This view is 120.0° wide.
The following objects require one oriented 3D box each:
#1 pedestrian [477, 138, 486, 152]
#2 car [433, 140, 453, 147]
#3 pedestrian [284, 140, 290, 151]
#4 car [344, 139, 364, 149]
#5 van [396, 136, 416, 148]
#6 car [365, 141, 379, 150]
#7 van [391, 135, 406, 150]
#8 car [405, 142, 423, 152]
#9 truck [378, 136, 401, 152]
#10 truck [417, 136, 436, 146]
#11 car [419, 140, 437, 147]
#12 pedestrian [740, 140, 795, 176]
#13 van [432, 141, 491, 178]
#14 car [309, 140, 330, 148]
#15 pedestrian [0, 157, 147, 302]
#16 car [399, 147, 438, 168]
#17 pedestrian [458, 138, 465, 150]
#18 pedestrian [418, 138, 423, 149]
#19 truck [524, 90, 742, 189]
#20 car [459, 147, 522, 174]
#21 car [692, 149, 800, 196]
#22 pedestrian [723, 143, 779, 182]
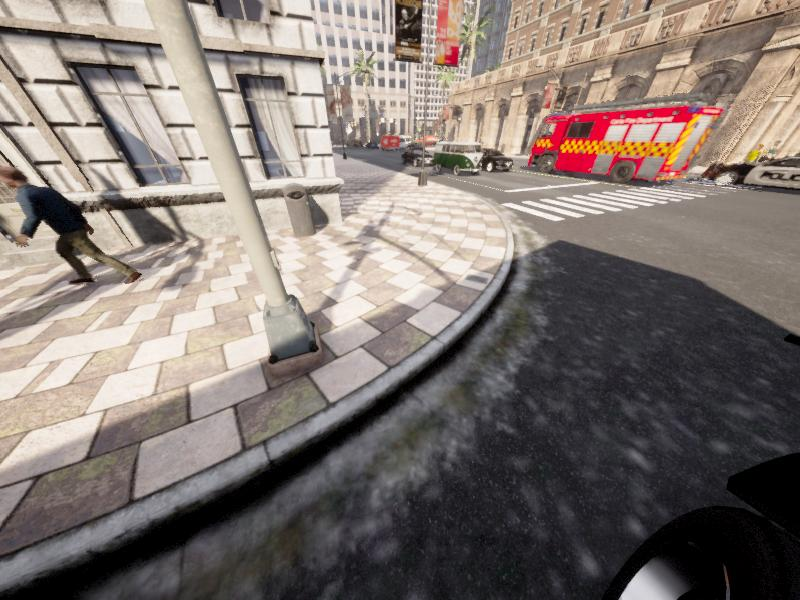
[{"bbox_3d":[13.504,-25.591,38.216,0.751,1.860,0.751,-16,38,-21],"label":"pedestrian"},{"bbox_3d":[12.594,-45.845,67.459,5.238,1.638,1.930,-13,37,-18],"label":"car"},{"bbox_3d":[-24.063,-33.004,49.247,0.751,1.860,0.751,-12,37,-16],"label":"pedestrian"},{"bbox_3d":[-11.569,-39.272,58.087,4.605,1.855,1.932,23,41,29],"label":"car"},{"bbox_3d":[1.583,-40.252,58.778,1.988,2.561,5.915,20,40,27],"label":"van"},{"bbox_3d":[-6.477,-35.693,53.270,1.851,1.617,3.988,-18,39,-23],"label":"car"},{"bbox_3d":[-0.401,-34.280,50.354,1.988,2.561,5.915,-8,36,-10],"label":"van"},{"bbox_3d":[2.564,-28.568,43.106,1.845,1.501,3.633,-13,37,-18],"label":"car"},{"bbox_3d":[-2.060,-30.133,44.538,2.627,2.467,5.204,-13,37,-18],"label":"truck"},{"bbox_3d":[8.303,-49.523,71.986,5.204,2.467,2.627,-13,37,-18],"label":"truck"},{"bbox_3d":[8.349,-46.956,69.201,4.792,1.488,2.163,-13,37,-18],"label":"car"},{"bbox_3d":[22.754,-8.825,14.364,0.751,1.860,0.751,1,35,1],"label":"pedestrian"},{"bbox_3d":[4.257,-10.413,16.937,1.775,1.987,4.442,-14,37,-18],"label":"van"},{"bbox_3d":[-21.393,-41.461,61.335,4.553,1.767,2.097,0,35,1],"label":"car"},{"bbox_3d":[-5.010,-1.027,3.484,0.751,1.860,0.751,-18,39,-24],"label":"pedestrian"},{"bbox_3d":[1.623,-13.832,22.276,1.812,1.442,4.674,-14,37,-18],"label":"car"},{"bbox_3d":[11.508,-29.138,43.262,0.751,1.860,0.751,-14,37,-18],"label":"pedestrian"},{"bbox_3d":[4.484,-34.465,50.867,0.751,1.860,0.751,-23,41,-28],"label":"pedestrian"},{"bbox_3d":[12.817,-9.849,14.485,2.891,3.827,8.468,-14,37,-18],"label":"truck"},{"bbox_3d":[7.130,-11.494,18.879,1.837,1.490,4.892,-14,37,-18],"label":"car"},{"bbox_3d":[18.645,-6.170,11.120,1.930,1.638,5.238,-14,38,-18],"label":"car"},{"bbox_3d":[20.410,-8.018,13.500,0.751,1.860,0.751,2,35,4],"label":"pedestrian"}]
